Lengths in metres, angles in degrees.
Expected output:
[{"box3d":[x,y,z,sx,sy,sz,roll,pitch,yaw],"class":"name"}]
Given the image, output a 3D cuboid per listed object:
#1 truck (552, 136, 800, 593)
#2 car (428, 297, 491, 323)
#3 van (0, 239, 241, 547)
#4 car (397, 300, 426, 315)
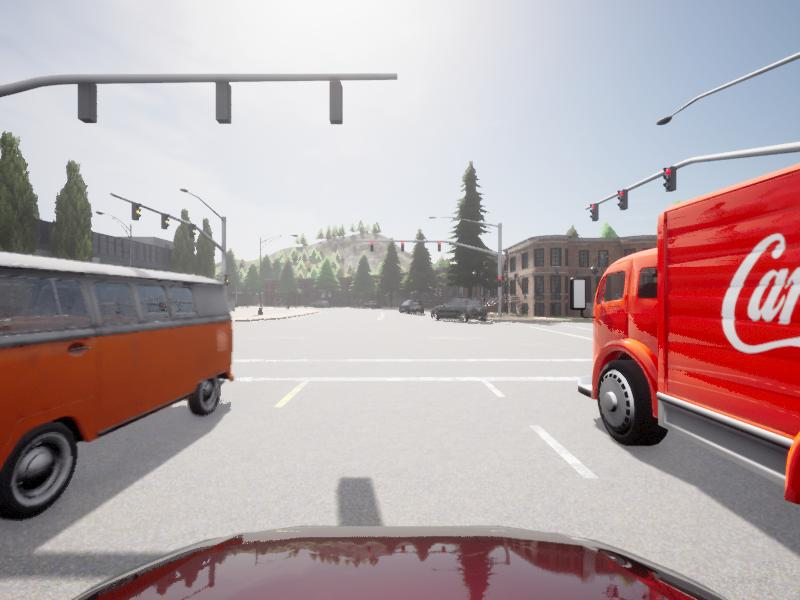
[{"box3d":[3.467,0.353,2.993,2.627,2.467,5.204,0,0,-1],"class":"truck"},{"box3d":[4.345,0.695,29.783,2.097,1.767,4.553,0,0,-34],"class":"car"},{"box3d":[-3.439,0.598,4.121,1.775,1.987,4.442,0,0,1],"class":"van"},{"box3d":[1.283,0.778,46.161,2.033,1.649,4.856,0,0,-15],"class":"car"}]
